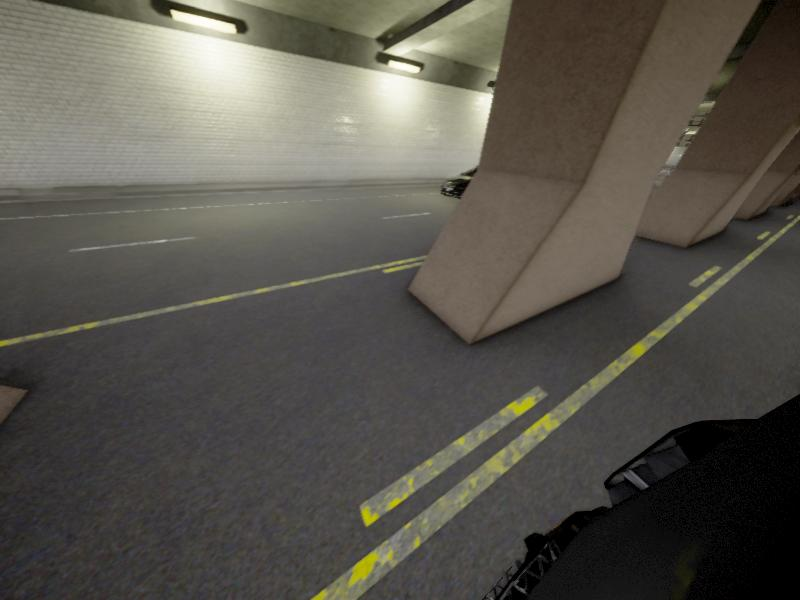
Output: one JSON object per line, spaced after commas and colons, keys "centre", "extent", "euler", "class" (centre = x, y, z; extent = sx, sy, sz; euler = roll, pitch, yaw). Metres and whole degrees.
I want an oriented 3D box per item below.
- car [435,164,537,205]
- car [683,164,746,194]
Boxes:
{"centre": [4.368, -5.990, 11.757], "extent": [4.892, 1.490, 1.837], "euler": [-16, 39, -26], "class": "car"}
{"centre": [26.227, -10.146, 19.294], "extent": [3.866, 1.878, 1.905], "euler": [-16, 38, -26], "class": "car"}
